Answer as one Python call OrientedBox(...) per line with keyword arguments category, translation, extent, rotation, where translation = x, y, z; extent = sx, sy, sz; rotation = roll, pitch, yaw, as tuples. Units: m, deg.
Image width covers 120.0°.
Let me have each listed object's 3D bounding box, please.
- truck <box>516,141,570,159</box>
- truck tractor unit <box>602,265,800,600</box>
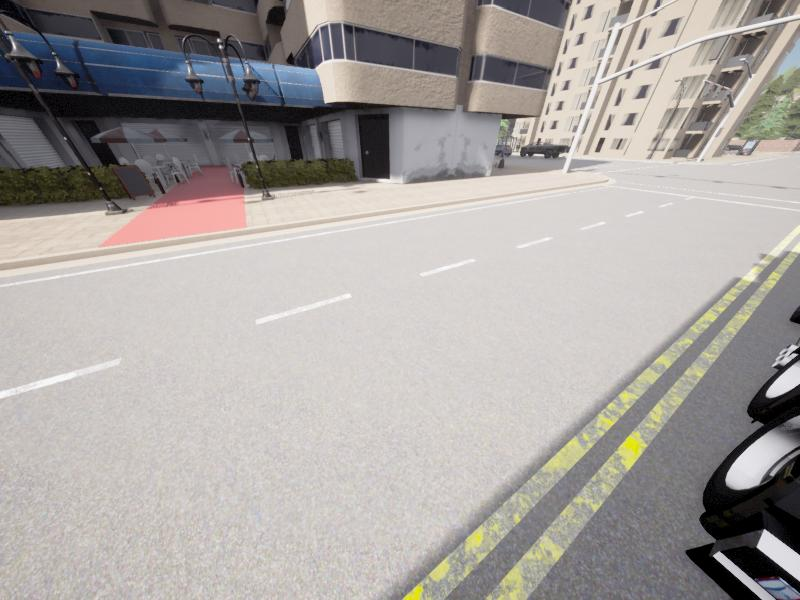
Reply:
OrientedBox(category="truck", translation=(21.506, -22.887, 35.178), extent=(2.390, 2.098, 6.274), rotation=(-18, 39, -25))
OrientedBox(category="truck tractor unit", translation=(5.110, -0.302, 0.779), extent=(6.516, 4.208, 3.053), rotation=(-18, 39, -24))
